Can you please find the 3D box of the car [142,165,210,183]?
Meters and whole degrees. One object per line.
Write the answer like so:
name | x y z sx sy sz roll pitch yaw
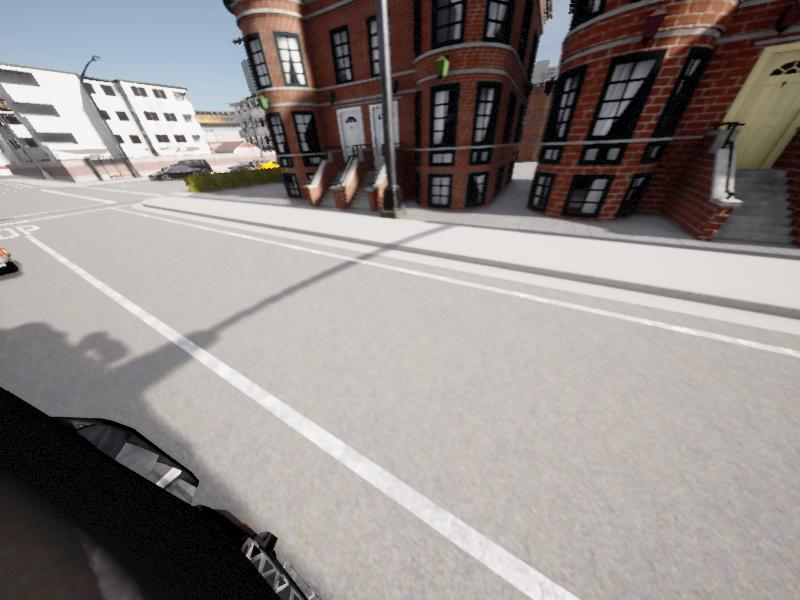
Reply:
car | -26.548 -15.165 27.630 2.033 1.411 5.357 16 38 26

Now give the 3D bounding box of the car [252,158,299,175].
car | -16.171 -17.598 30.400 1.882 1.535 5.008 17 38 27

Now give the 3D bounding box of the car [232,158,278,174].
car | -21.463 -20.071 34.441 1.930 1.638 5.238 17 38 27

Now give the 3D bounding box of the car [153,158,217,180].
car | -28.335 -17.513 30.721 2.150 2.045 5.566 16 38 26

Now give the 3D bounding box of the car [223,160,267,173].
car | -24.246 -21.075 36.392 2.033 1.411 5.357 17 38 27

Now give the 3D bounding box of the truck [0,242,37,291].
truck | -11.224 -1.444 4.758 5.204 2.467 2.627 16 38 26

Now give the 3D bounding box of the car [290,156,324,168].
car | -16.399 -24.637 41.190 2.033 1.411 5.357 18 39 29

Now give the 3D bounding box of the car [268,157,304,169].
car | -20.365 -24.634 41.482 2.033 1.411 5.357 18 39 28
